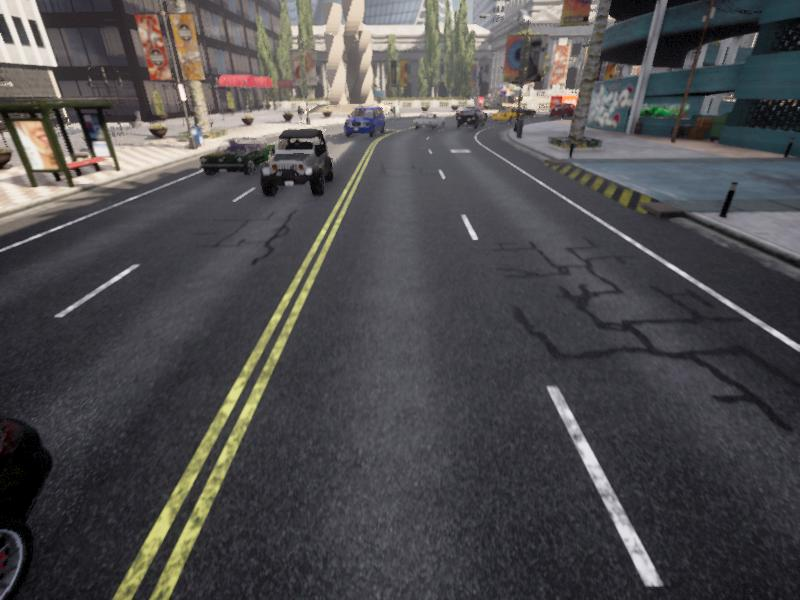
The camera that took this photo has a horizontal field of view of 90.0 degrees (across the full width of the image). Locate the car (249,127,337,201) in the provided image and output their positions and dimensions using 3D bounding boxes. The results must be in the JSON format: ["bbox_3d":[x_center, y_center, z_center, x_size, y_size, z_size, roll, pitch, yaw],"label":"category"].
[{"bbox_3d":[-3.483,-4.844,13.906,1.905,1.878,3.866,0,27,0],"label":"car"}]

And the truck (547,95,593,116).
[{"bbox_3d":[23.662,-27.101,55.757,5.204,2.467,2.627,-10,28,-20],"label":"truck"}]

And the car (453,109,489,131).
[{"bbox_3d":[6.707,-16.816,37.255,2.128,1.511,4.902,10,29,20],"label":"car"}]

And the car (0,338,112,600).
[{"bbox_3d":[-3.502,1.999,1.198,1.812,1.442,4.674,0,27,0],"label":"car"}]

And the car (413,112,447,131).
[{"bbox_3d":[2.849,-16.649,37.222,1.895,1.301,4.718,9,29,17],"label":"car"}]

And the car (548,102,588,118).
[{"bbox_3d":[21.551,-24.422,51.394,4.553,1.767,2.097,-15,31,-26],"label":"car"}]

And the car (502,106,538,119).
[{"bbox_3d":[15.578,-24.355,51.894,4.718,1.301,1.895,-19,33,-32],"label":"car"}]

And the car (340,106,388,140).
[{"bbox_3d":[-2.638,-13.873,31.138,2.150,2.045,5.566,5,28,10],"label":"car"}]

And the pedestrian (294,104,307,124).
[{"bbox_3d":[-10.322,-19.295,41.523,0.751,1.860,0.751,13,30,23],"label":"pedestrian"}]

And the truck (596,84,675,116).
[{"bbox_3d":[31.758,-27.133,54.258,8.468,3.827,2.891,-3,28,-6],"label":"truck"}]

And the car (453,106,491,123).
[{"bbox_3d":[8.217,-21.086,45.441,2.038,1.542,4.974,18,33,32],"label":"car"}]

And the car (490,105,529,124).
[{"bbox_3d":[12.376,-20.960,45.093,1.801,1.575,5.366,21,35,35],"label":"car"}]

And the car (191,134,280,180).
[{"bbox_3d":[-6.965,-6.388,17.583,1.895,1.301,4.718,0,27,1],"label":"car"}]
